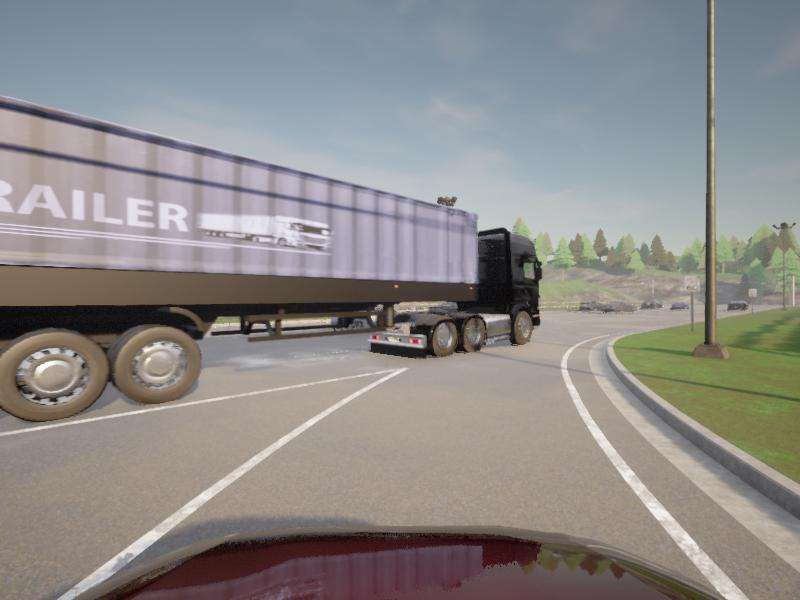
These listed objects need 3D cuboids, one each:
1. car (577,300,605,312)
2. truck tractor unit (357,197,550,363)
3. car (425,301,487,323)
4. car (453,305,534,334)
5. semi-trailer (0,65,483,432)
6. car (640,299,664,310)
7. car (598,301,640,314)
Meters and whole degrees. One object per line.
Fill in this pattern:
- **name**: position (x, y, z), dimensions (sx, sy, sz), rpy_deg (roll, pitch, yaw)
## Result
- **car**: position (26.875, 0.826, 56.238), dimensions (4.514, 1.525, 2.007), rpy_deg (0, 0, -43)
- **truck tractor unit**: position (2.097, -0.522, 13.497), dimensions (6.516, 4.208, 3.053), rpy_deg (0, 0, -44)
- **car**: position (4.298, 0.822, 30.092), dimensions (5.008, 1.535, 1.882), rpy_deg (0, 0, -43)
- **car**: position (5.041, 0.943, 21.165), dimensions (4.718, 1.301, 1.895), rpy_deg (0, 0, -43)
- **semi-trailer**: position (-3.545, -0.618, 7.948), dimensions (14.254, 4.402, 2.717), rpy_deg (0, 0, -45)
- **car**: position (40.611, 0.692, 64.400), dimensions (4.553, 1.767, 2.097), rpy_deg (0, 0, -43)
- **car**: position (26.150, 0.893, 47.681), dimensions (5.357, 1.411, 2.033), rpy_deg (0, 0, -33)
